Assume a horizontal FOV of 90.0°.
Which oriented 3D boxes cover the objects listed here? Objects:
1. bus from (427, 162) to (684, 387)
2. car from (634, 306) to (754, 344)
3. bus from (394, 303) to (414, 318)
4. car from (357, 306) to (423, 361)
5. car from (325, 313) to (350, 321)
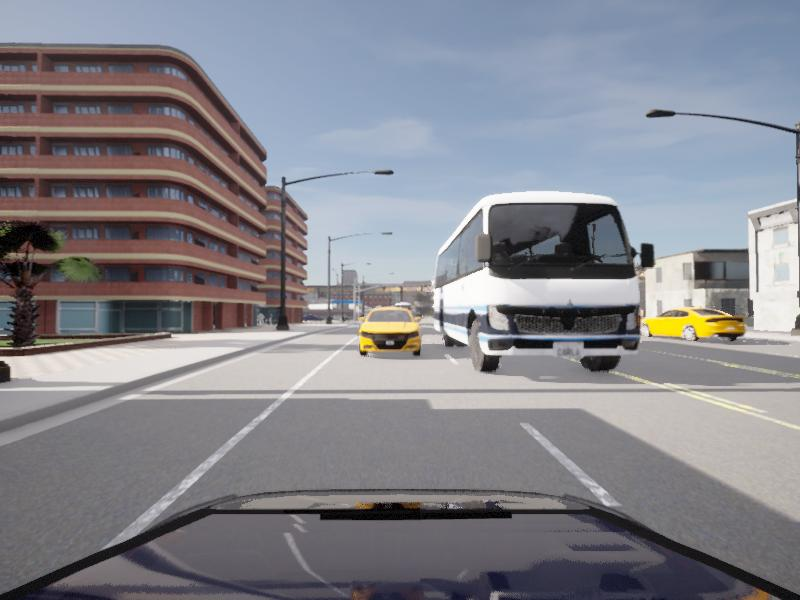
[{"bbox_3d":[3.309,-0.397,12.721,3.944,4.253,10.273,0,-1,-1],"label":"bus"},{"bbox_3d":[13.551,1.108,18.925,1.882,1.535,5.008,0,-2,-1],"label":"car"},{"bbox_3d":[1.012,2.970,113.070,3.944,4.253,10.273,0,-1,-10],"label":"bus"},{"bbox_3d":[-0.336,0.980,13.783,1.882,1.535,5.008,0,-1,-1],"label":"car"},{"bbox_3d":[-13.010,3.550,83.044,4.974,1.542,2.038,0,-1,-2],"label":"car"}]
